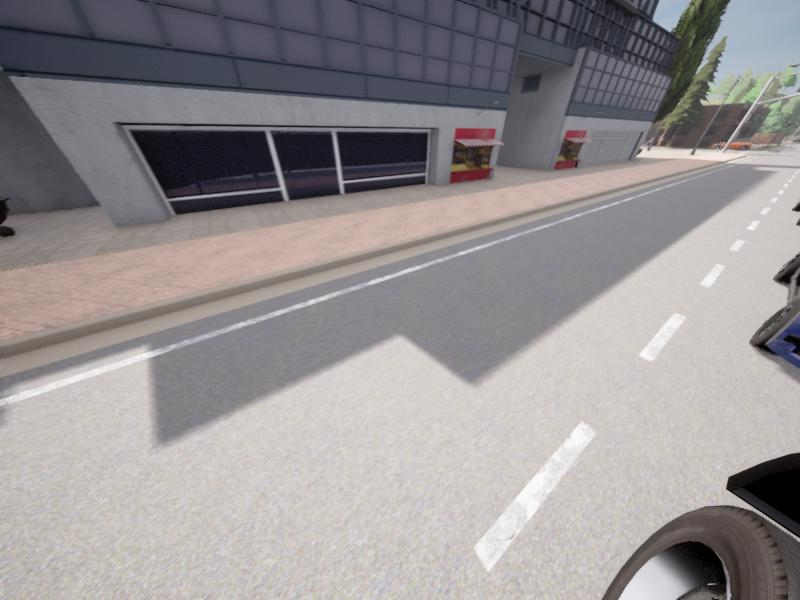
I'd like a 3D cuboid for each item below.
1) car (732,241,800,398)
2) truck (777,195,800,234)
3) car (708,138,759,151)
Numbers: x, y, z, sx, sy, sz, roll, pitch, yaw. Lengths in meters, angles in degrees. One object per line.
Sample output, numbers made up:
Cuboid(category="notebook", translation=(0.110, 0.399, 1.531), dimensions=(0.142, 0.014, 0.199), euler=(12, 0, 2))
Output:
Cuboid(category="car", translation=(6.456, -0.084, 2.521), dimensions=(4.611, 1.667, 2.242), euler=(-21, 40, -27))
Cuboid(category="truck", translation=(13.769, -3.232, 6.222), dimensions=(5.204, 2.467, 2.627), euler=(-21, 40, -27))
Cuboid(category="car", translation=(57.688, -27.017, 40.104), dimensions=(2.097, 1.767, 4.553), euler=(-21, 40, -27))
